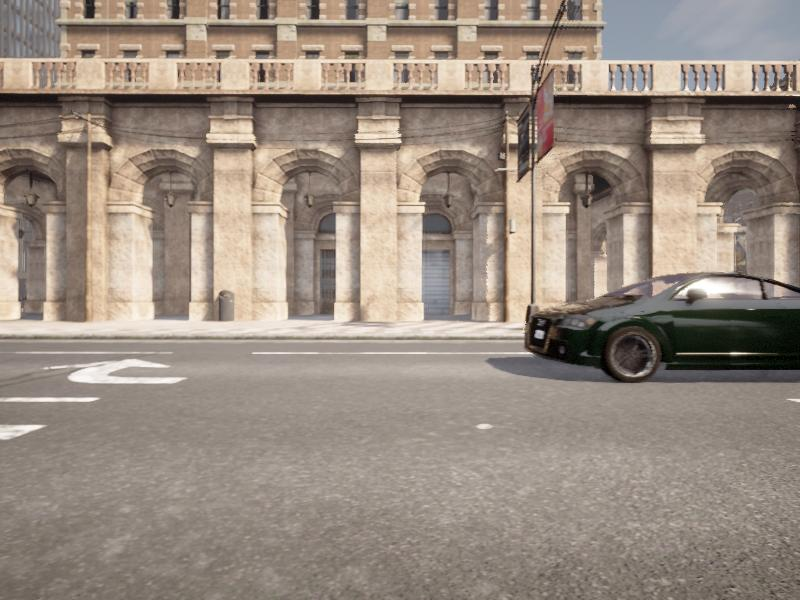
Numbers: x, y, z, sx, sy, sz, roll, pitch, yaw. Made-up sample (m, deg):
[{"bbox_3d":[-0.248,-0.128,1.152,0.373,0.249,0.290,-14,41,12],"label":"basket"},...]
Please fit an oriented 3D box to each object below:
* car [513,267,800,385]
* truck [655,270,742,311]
[{"bbox_3d":[3.993,0.310,5.709,4.181,1.385,1.994,0,0,0],"label":"car"},{"bbox_3d":[31.071,-0.890,42.305,2.891,3.827,8.468,0,0,0],"label":"truck"}]
